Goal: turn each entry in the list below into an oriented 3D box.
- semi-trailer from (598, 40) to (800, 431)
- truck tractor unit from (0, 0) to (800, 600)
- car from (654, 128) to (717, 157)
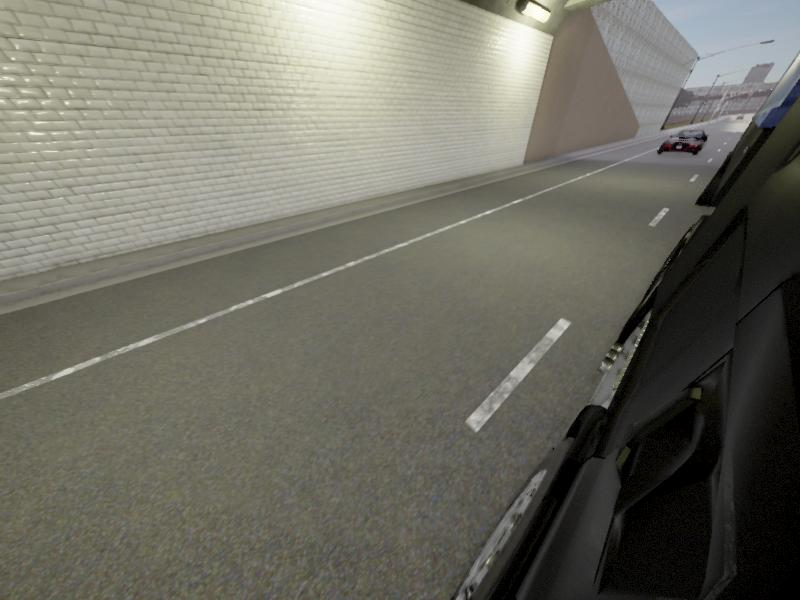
[{"bbox_3d":[8.695,-3.591,4.255,14.254,4.402,2.717,-28,43,-30],"label":"semi-trailer"},{"bbox_3d":[2.645,-0.295,0.351,6.516,4.208,3.053,-28,44,-30],"label":"truck tractor unit"},{"bbox_3d":[20.020,-11.079,16.204,4.181,1.385,1.994,-28,43,-30],"label":"car"}]
